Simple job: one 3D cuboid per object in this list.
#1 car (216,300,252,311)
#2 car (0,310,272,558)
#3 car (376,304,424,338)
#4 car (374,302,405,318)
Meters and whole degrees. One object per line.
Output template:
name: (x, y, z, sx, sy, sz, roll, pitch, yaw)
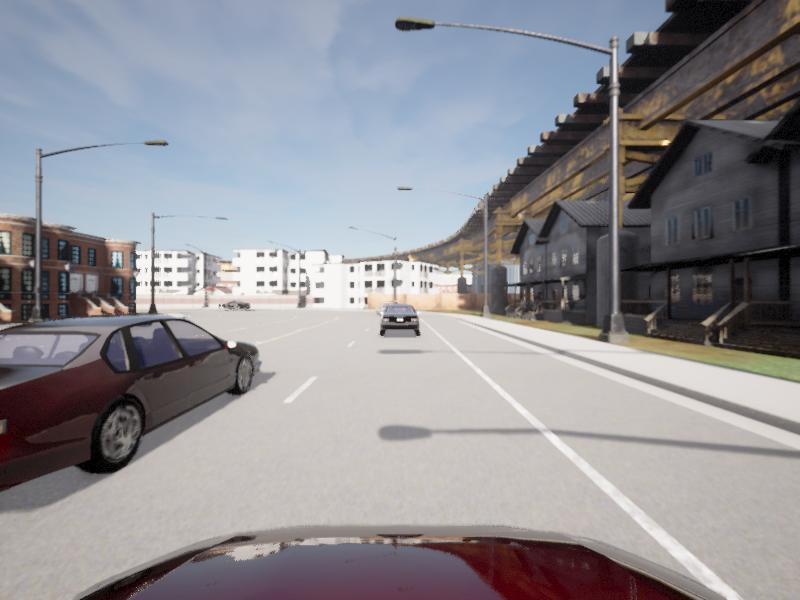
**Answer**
car: (-25.468, 0.792, 61.452, 5.238, 1.638, 1.930, 0, 0, 21)
car: (-3.499, 0.896, 5.083, 2.033, 1.411, 5.357, 0, 0, 0)
car: (0.002, 0.902, 19.656, 2.033, 1.411, 5.357, 0, 0, 0)
car: (-1.155, 0.908, 39.417, 2.033, 1.411, 5.357, 0, 0, -13)
